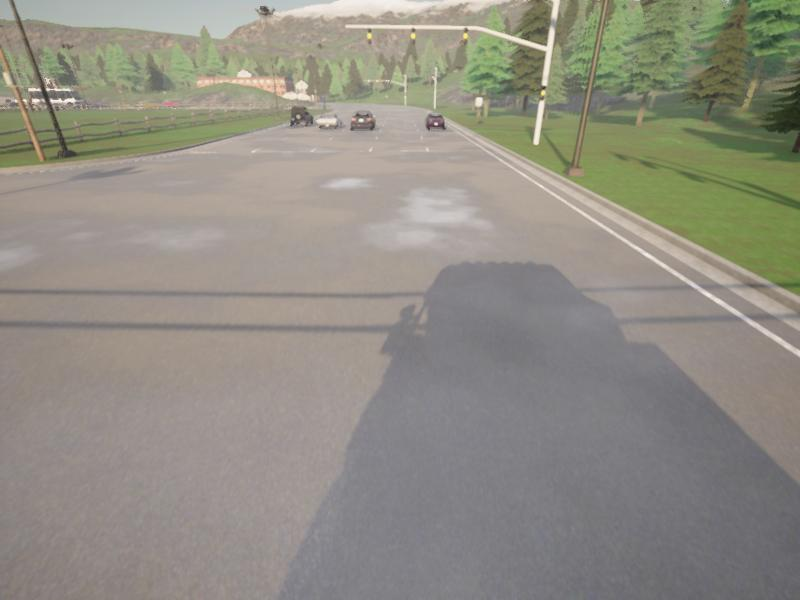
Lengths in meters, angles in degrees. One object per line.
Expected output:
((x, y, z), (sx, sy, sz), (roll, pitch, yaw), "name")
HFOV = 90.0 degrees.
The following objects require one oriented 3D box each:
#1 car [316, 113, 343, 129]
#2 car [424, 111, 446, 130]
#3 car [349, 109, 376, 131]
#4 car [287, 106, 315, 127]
((-7.077, -18.278, 40.775), (1.895, 1.301, 4.718), (0, 27, 0), "car")
((3.424, -17.732, 39.489), (1.816, 1.474, 4.193), (0, 27, 0), "car")
((-3.574, -17.568, 38.975), (2.242, 1.667, 4.611), (0, 27, 0), "car")
((-10.581, -19.765, 43.024), (1.905, 1.878, 3.866), (0, 27, 0), "car")
